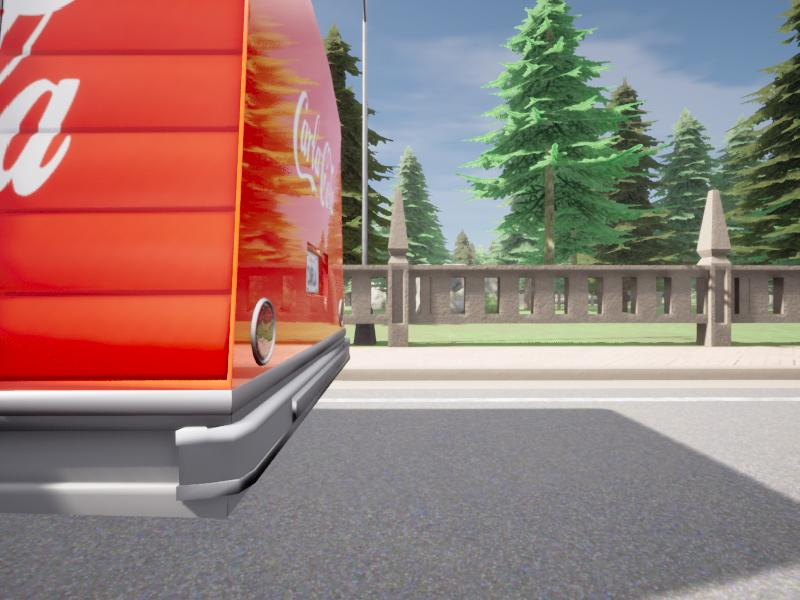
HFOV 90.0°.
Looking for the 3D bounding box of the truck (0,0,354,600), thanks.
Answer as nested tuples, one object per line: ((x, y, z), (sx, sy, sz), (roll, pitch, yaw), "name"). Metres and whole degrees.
((-2.993, -0.247, 2.167), (5.204, 2.467, 2.627), (0, 0, -1), "truck")
